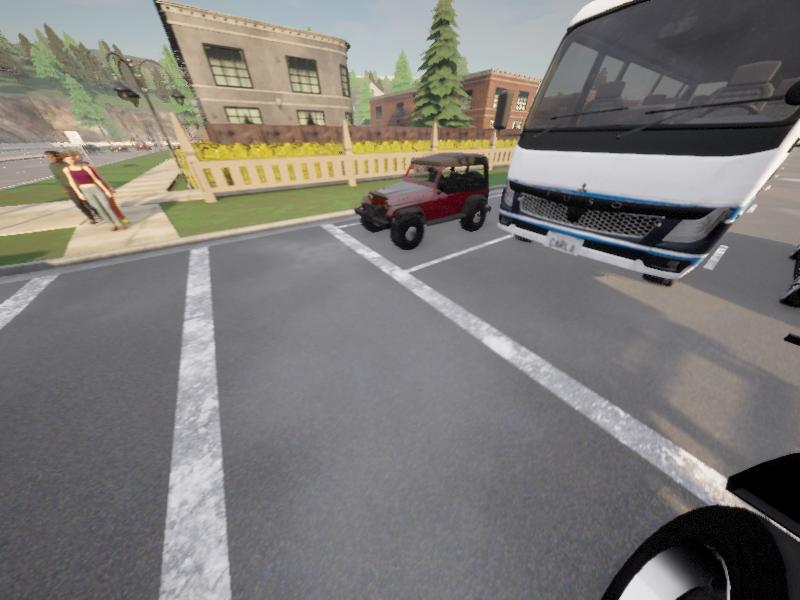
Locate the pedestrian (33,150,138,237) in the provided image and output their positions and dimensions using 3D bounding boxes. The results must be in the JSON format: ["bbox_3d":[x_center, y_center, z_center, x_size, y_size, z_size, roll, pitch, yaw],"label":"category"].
[{"bbox_3d":[-7.832,-2.712,5.901,0.751,1.860,0.751,30,45,35],"label":"pedestrian"}]

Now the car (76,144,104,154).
[{"bbox_3d":[-59.720,-29.261,44.624,1.837,1.490,4.892,-22,40,-27],"label":"car"}]

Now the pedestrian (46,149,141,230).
[{"bbox_3d":[-8.306,-3.032,6.360,0.751,1.860,0.751,25,42,31],"label":"pedestrian"}]

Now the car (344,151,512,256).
[{"bbox_3d":[0.801,-2.860,6.309,3.866,1.878,1.905,-22,41,-28],"label":"car"}]

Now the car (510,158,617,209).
[{"bbox_3d":[7.086,-5.206,10.023,4.181,1.385,1.994,-23,41,-29],"label":"car"}]

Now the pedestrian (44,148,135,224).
[{"bbox_3d":[-9.009,-3.334,6.794,0.751,1.860,0.751,22,41,29],"label":"pedestrian"}]

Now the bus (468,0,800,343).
[{"bbox_3d":[7.012,-3.806,5.541,10.273,4.253,3.944,-22,41,-28],"label":"bus"}]

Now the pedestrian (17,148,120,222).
[{"bbox_3d":[-9.822,-3.461,6.982,0.751,1.860,0.751,-13,37,-17],"label":"pedestrian"}]

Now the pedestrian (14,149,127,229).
[{"bbox_3d":[-8.825,-3.023,6.351,0.751,1.860,0.751,-12,37,-15],"label":"pedestrian"}]

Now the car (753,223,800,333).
[{"bbox_3d":[7.938,-0.654,3.443,4.902,1.511,2.128,-22,40,-27],"label":"car"}]
